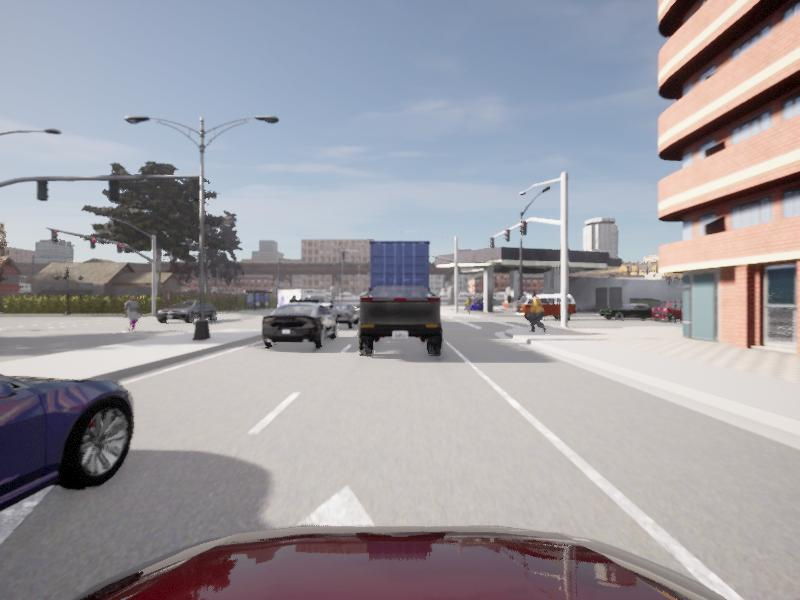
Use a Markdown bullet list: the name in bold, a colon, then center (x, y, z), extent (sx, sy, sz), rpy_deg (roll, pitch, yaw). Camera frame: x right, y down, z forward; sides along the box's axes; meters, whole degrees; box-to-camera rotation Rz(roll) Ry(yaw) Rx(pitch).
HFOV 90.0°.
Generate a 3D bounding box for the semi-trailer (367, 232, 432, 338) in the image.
- **semi-trailer**: center (-0.018, -0.611, 23.806), extent (2.717, 4.402, 14.254), rpy_deg (0, 0, 0)

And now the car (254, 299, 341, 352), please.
- **car**: center (-3.526, 0.775, 14.934), extent (1.930, 1.638, 5.238), rpy_deg (0, 0, 0)

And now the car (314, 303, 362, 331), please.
- **car**: center (-3.508, 0.900, 23.644), extent (2.033, 1.411, 5.357), rpy_deg (0, 0, 0)

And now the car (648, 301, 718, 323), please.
- **car**: center (20.046, 0.833, 28.442), extent (3.633, 1.501, 1.845), rpy_deg (0, 0, -1)

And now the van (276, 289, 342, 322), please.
- **van**: center (-7.508, 0.386, 32.398), extent (2.351, 2.431, 6.366), rpy_deg (0, 0, -43)

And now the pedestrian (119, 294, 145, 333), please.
- **pedestrian**: center (-13.181, 0.642, 19.682), extent (0.751, 1.860, 0.751), rpy_deg (0, 0, 20)

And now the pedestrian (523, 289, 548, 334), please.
- **pedestrian**: center (5.784, 0.489, 17.064), extent (0.751, 1.860, 0.751), rpy_deg (0, 0, -42)

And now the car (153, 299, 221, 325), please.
- **car**: center (-15.012, 0.787, 28.580), extent (2.152, 1.651, 5.027), rpy_deg (0, 0, 0)

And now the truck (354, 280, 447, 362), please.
- **truck**: center (0.004, 0.546, 13.454), extent (2.390, 2.098, 6.274), rpy_deg (0, 0, 0)

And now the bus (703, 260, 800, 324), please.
- **bus**: center (28.348, -0.527, 28.733), extent (10.273, 4.253, 3.944), rpy_deg (0, 0, -1)

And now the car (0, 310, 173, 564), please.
- **car**: center (-3.501, 0.852, 1.868), extent (2.163, 1.488, 4.792), rpy_deg (0, 0, 0)

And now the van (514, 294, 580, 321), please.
- **van**: center (11.600, 0.579, 31.847), extent (4.480, 2.038, 2.069), rpy_deg (0, 0, -2)

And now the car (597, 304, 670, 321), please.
- **car**: center (18.525, 0.951, 31.918), extent (4.718, 1.301, 1.895), rpy_deg (0, 0, -1)

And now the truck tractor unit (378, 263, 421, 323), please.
- **truck tractor unit**: center (-0.019, -0.514, 31.719), extent (3.053, 4.208, 6.516), rpy_deg (0, 0, 0)

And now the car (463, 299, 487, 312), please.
- **car**: center (9.685, 0.651, 52.044), extent (2.242, 1.667, 4.611), rpy_deg (0, 0, 0)
